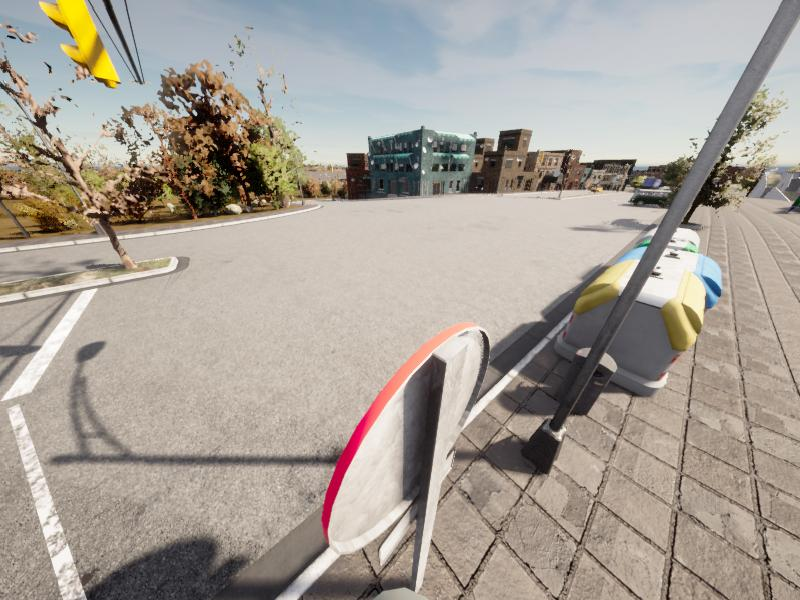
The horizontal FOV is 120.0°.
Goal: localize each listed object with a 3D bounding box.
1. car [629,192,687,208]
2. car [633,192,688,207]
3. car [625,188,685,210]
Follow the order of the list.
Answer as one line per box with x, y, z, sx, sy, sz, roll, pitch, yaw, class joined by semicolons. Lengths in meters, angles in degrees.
34.472;-13.468;31.109;4.674;1.452;2.002;17;32;25;car
36.754;-14.328;32.812;4.674;1.452;2.002;17;33;25;car
32.099;-12.864;29.311;4.442;1.987;1.878;17;33;25;car
